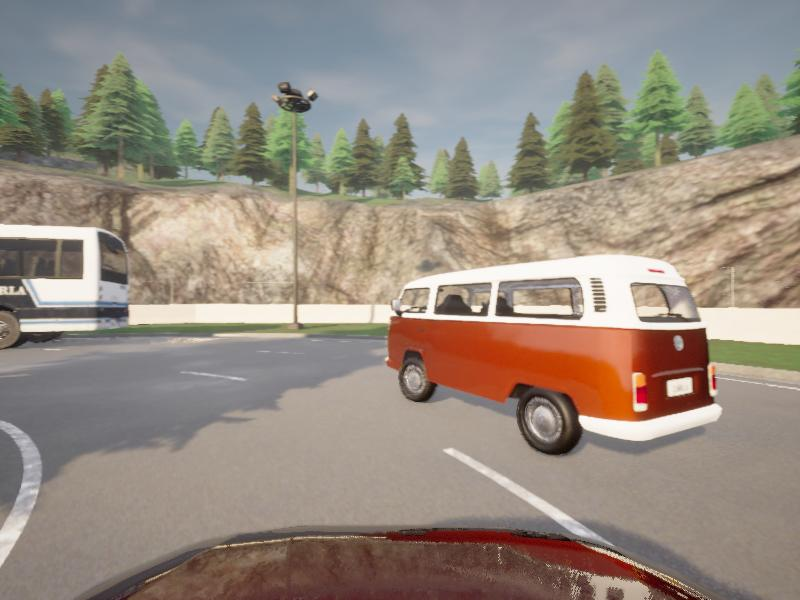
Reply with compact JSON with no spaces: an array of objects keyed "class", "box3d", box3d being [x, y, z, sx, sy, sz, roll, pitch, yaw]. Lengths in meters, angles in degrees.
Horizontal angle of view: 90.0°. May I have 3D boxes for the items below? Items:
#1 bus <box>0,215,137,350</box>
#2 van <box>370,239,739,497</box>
[{"class":"bus","box3d":[-15.604,-0.482,13.736,10.273,4.253,3.944,0,-1,-17]},{"class":"van","box3d":[1.532,0.563,5.610,2.069,2.038,4.480,2,-1,-31]}]
